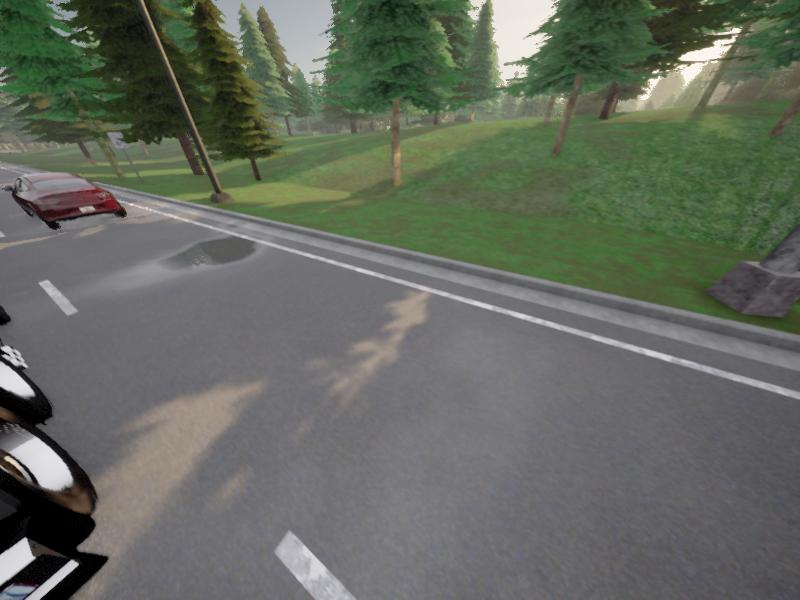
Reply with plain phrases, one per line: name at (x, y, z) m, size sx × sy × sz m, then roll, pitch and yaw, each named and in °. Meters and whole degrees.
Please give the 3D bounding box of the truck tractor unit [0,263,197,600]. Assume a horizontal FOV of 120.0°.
truck tractor unit at (-5.113, -0.297, 0.786) m, size 6.516 × 4.208 × 3.053 m, roll 18°, pitch 39°, yaw 24°

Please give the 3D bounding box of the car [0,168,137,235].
car at (-11.763, -3.622, 8.077) m, size 4.674 × 1.442 × 1.812 m, roll 18°, pitch 39°, yaw 24°
